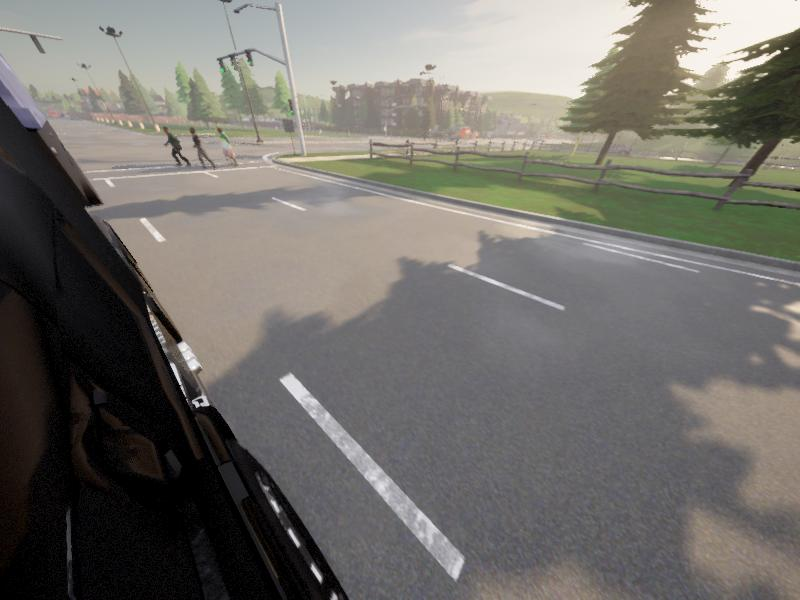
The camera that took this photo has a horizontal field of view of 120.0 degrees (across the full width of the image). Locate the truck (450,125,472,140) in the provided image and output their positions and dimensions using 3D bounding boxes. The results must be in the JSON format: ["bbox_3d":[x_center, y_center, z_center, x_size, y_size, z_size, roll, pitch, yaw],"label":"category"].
[{"bbox_3d":[20.431,-56.003,77.379,2.891,3.827,8.468,28,43,30],"label":"truck"}]

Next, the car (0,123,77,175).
[{"bbox_3d":[-18.011,-7.386,11.099,5.027,1.651,2.152,28,43,30],"label":"car"}]

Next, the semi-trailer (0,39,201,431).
[{"bbox_3d":[-8.700,-3.593,4.241,14.254,4.402,2.717,28,43,30],"label":"semi-trailer"}]

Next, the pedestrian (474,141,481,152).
[{"bbox_3d":[10.146,-20.165,30.337,0.500,1.100,0.500,31,45,33],"label":"pedestrian"}]

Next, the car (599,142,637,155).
[{"bbox_3d":[41.385,-28.857,43.979,5.027,1.651,2.152,28,43,30],"label":"car"}]

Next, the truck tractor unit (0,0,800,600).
[{"bbox_3d":[-2.645,-0.295,0.351,6.516,4.208,3.053,28,44,30],"label":"truck tractor unit"}]

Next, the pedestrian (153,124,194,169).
[{"bbox_3d":[-11.892,-8.069,12.183,0.751,1.860,0.751,28,43,30],"label":"pedestrian"}]

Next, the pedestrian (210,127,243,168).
[{"bbox_3d":[-9.767,-8.611,13.054,0.751,1.860,0.751,29,44,31],"label":"pedestrian"}]

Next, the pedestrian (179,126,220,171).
[{"bbox_3d":[-10.206,-7.716,11.819,0.751,1.860,0.751,23,41,25],"label":"pedestrian"}]

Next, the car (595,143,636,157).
[{"bbox_3d":[36.864,-25.823,39.585,4.856,1.649,2.033,28,43,30],"label":"car"}]

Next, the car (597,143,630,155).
[{"bbox_3d":[38.821,-27.499,41.989,3.988,1.617,1.851,28,43,30],"label":"car"}]

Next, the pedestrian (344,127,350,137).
[{"bbox_3d":[-12.567,-39.880,54.812,0.751,1.860,0.751,31,45,33],"label":"pedestrian"}]
